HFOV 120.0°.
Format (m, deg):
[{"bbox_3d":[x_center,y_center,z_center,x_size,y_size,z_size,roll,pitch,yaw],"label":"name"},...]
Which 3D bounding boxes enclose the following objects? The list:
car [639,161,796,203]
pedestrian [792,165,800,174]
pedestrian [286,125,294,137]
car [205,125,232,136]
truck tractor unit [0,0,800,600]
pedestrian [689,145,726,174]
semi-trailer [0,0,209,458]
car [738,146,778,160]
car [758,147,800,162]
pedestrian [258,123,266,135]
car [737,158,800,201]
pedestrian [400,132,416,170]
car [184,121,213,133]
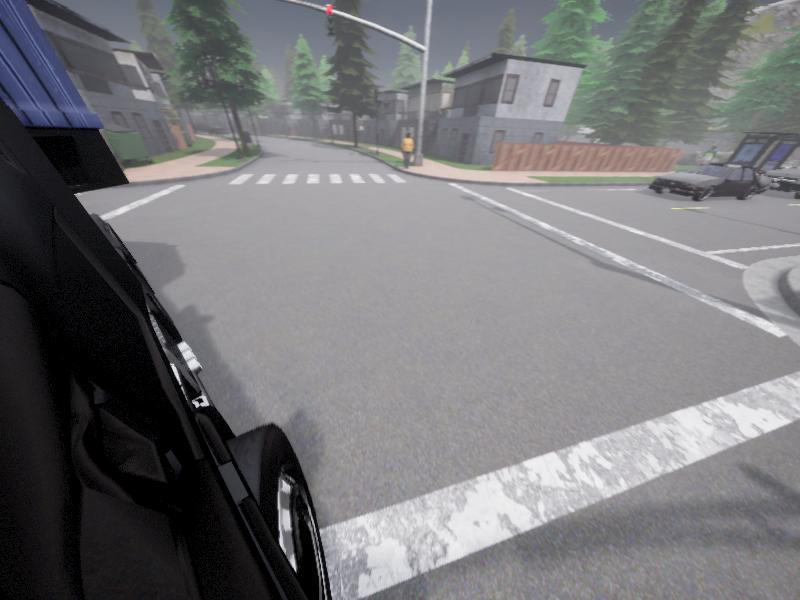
[{"bbox_3d":[15.116,-5.727,11.148,5.357,1.411,2.033,-6,37,-12],"label":"car"},{"bbox_3d":[37.134,-12.388,20.810,0.751,1.860,0.751,-8,38,-14],"label":"pedestrian"},{"bbox_3d":[-21.937,-33.760,46.045,0.751,1.860,0.751,0,37,-4],"label":"pedestrian"},{"bbox_3d":[-33.540,-31.254,42.649,4.181,1.385,1.994,21,40,23],"label":"car"},{"bbox_3d":[-2.645,-0.295,0.351,6.516,4.208,3.053,28,44,30],"label":"truck tractor unit"},{"bbox_3d":[24.354,-11.145,18.346,0.751,1.860,0.751,-9,38,-15],"label":"pedestrian"},{"bbox_3d":[-10.095,-1.498,1.329,14.254,4.402,2.717,3,36,1],"label":"semi-trailer"},{"bbox_3d":[62.855,-25.851,40.615,3.866,1.878,1.905,-7,38,-13],"label":"car"},{"bbox_3d":[63.852,-24.431,38.754,4.605,1.855,1.932,-7,38,-13],"label":"car"},{"bbox_3d":[-28.460,-35.179,47.560,0.751,1.860,0.751,29,44,31],"label":"pedestrian"},{"bbox_3d":[22.199,-6.582,12.545,5.027,1.651,2.152,-6,37,-12],"label":"car"},{"bbox_3d":[0.458,-8.956,13.892,0.751,1.860,0.751,-2,37,-6],"label":"pedestrian"},{"bbox_3d":[-42.817,-36.753,49.083,4.605,1.855,1.932,15,38,16],"label":"car"}]
